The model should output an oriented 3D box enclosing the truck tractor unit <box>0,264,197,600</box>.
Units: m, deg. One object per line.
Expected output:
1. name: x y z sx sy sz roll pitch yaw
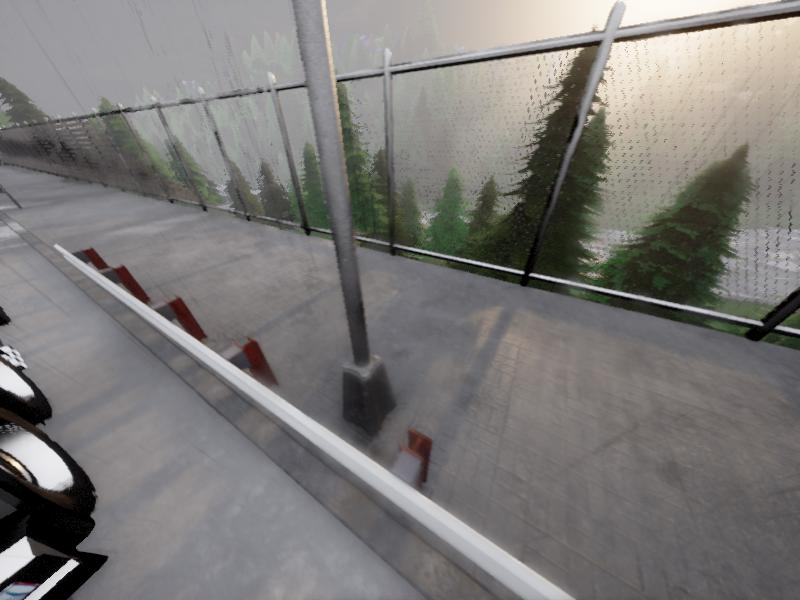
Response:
1. truck tractor unit: -5.117 -0.293 0.783 6.516 4.208 3.053 18 39 24
